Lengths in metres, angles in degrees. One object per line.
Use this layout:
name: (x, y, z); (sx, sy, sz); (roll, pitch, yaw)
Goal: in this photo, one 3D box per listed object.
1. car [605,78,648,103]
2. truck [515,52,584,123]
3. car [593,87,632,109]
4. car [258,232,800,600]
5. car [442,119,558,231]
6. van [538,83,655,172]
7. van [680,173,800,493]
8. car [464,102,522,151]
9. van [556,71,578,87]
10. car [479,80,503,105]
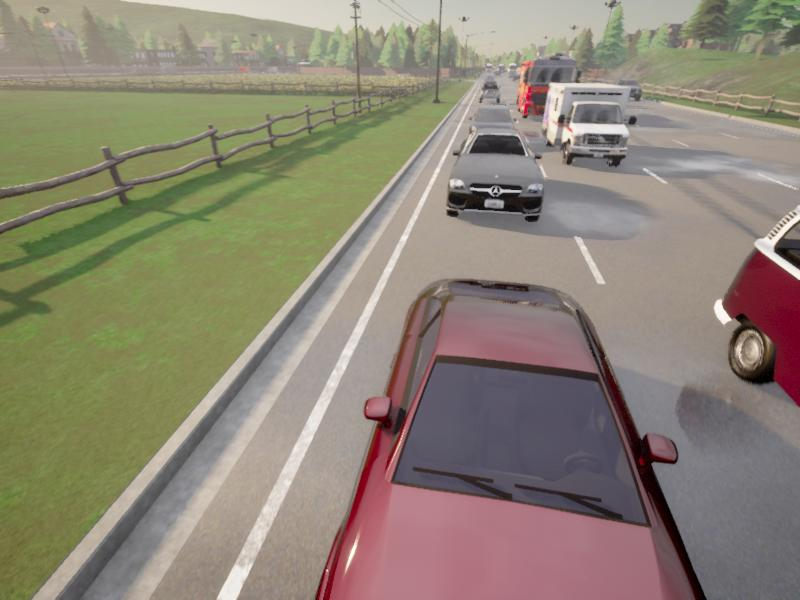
car: (23.763, -22.211, 42.231); (2.150, 2.045, 5.566); (6, 31, 9)
truck: (10.032, -15.013, 28.006); (2.891, 3.827, 8.468); (6, 31, 9)
car: (18.625, -17.834, 35.255); (1.970, 1.475, 3.806); (6, 31, 9)
car: (0.773, 0.942, 3.053); (1.994, 1.385, 4.181); (6, 31, 9)
car: (2.471, -3.535, 10.480); (2.152, 1.651, 5.027); (6, 31, 9)
van: (7.204, -7.026, 15.702); (2.351, 2.431, 6.366); (6, 31, 9)
van: (4.377, 0.699, 2.839); (2.069, 2.038, 4.480); (6, 31, 9)
car: (4.236, -8.129, 18.498); (2.163, 1.488, 4.792); (6, 31, 9)
van: (30.897, -41.186, 74.385); (2.351, 2.431, 6.366); (6, 31, 9)
car: (8.683, -20.016, 38.490); (1.932, 1.855, 4.605); (6, 31, 9)
